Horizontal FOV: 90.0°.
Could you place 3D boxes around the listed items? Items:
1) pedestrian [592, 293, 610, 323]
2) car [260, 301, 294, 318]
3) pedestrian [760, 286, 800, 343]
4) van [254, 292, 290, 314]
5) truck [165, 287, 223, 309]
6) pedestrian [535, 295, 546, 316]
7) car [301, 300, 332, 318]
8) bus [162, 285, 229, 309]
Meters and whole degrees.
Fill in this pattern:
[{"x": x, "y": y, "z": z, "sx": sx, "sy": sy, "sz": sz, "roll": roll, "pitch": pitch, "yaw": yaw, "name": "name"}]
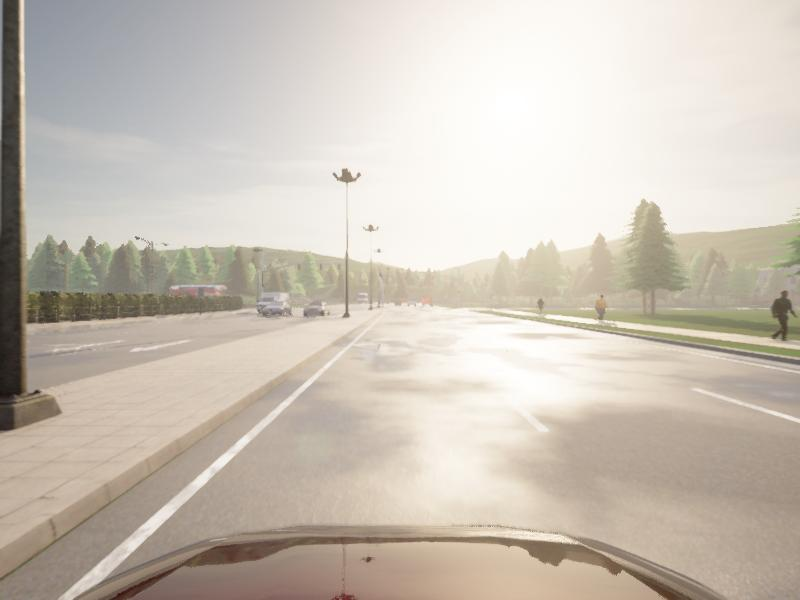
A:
[{"x": 12.691, "y": 0.481, "z": 25.271, "sx": 0.751, "sy": 1.860, "sz": 0.751, "roll": 0, "pitch": 0, "yaw": 1, "name": "pedestrian"}, {"x": -11.562, "y": 0.864, "z": 38.009, "sx": 1.812, "sy": 1.442, "sz": 4.674, "roll": 0, "pitch": 0, "yaw": 0, "name": "car"}, {"x": 12.860, "y": 0.483, "z": 13.483, "sx": 0.751, "sy": 1.860, "sz": 0.751, "roll": 0, "pitch": 0, "yaw": 1, "name": "pedestrian"}, {"x": -15.126, "y": 0.371, "z": 47.679, "sx": 2.351, "sy": 2.431, "sz": 6.366, "roll": 0, "pitch": 0, "yaw": 0, "name": "van"}, {"x": -35.448, "y": -0.335, "z": 69.043, "sx": 8.468, "sy": 3.827, "sz": 2.891, "roll": 0, "pitch": 0, "yaw": 1, "name": "truck"}, {"x": 12.770, "y": 0.480, "z": 36.398, "sx": 0.751, "sy": 1.860, "sz": 0.751, "roll": 0, "pitch": 0, "yaw": 0, "name": "pedestrian"}, {"x": -8.066, "y": 0.818, "z": 38.975, "sx": 2.038, "sy": 1.542, "sz": 4.974, "roll": 0, "pitch": 0, "yaw": 0, "name": "car"}, {"x": -36.857, "y": -0.549, "z": 72.431, "sx": 10.273, "sy": 4.253, "sz": 3.944, "roll": 0, "pitch": 0, "yaw": 1, "name": "bus"}]
